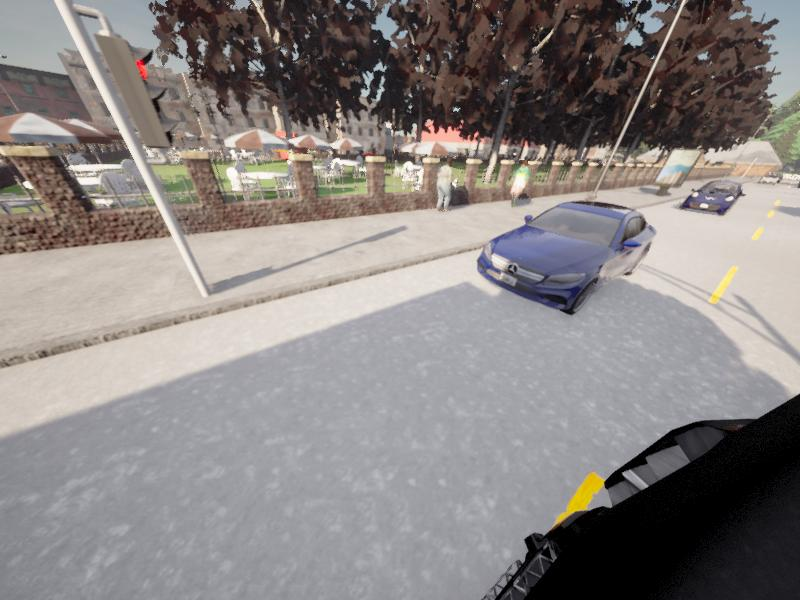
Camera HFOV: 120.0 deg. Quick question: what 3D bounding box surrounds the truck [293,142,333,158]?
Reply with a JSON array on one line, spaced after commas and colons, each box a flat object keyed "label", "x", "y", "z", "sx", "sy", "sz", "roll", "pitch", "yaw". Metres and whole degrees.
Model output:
[{"label": "truck", "x": -15.879, "y": -27.588, "z": 42.538, "sx": 6.274, "sy": 2.098, "sz": 2.390, "roll": -19, "pitch": 39, "yaw": -29}]

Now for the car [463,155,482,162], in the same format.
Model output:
[{"label": "car", "x": 19.858, "y": -38.789, "z": 63.392, "sx": 4.902, "sy": 1.511, "sz": 2.128, "roll": -18, "pitch": 39, "yaw": -29}]

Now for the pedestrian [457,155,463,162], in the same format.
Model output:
[{"label": "pedestrian", "x": 13.159, "y": -31.043, "z": 50.623, "sx": 0.751, "sy": 1.300, "sz": 0.751, "roll": -9, "pitch": 35, "yaw": -18}]

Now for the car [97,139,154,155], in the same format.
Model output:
[{"label": "car", "x": -33.164, "y": -18.582, "z": 28.069, "sx": 1.970, "sy": 1.475, "sz": 3.806, "roll": 20, "pitch": 37, "yaw": 24}]

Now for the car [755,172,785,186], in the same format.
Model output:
[{"label": "car", "x": 55.983, "y": -18.356, "z": 34.936, "sx": 3.633, "sy": 1.501, "sz": 1.845, "roll": -20, "pitch": 40, "yaw": -30}]

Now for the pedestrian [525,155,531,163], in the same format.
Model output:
[{"label": "pedestrian", "x": 34.794, "y": -38.315, "z": 62.882, "sx": 0.751, "sy": 1.860, "sz": 0.751, "roll": -18, "pitch": 39, "yaw": -28}]

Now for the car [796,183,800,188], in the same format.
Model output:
[{"label": "car", "x": 56.419, "y": -16.024, "z": 31.377, "sx": 3.988, "sy": 1.617, "sz": 1.851, "roll": -15, "pitch": 38, "yaw": -26}]

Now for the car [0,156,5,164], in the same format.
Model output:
[{"label": "car", "x": -27.491, "y": -9.118, "z": 13.846, "sx": 1.932, "sy": 1.855, "sz": 4.605, "roll": -18, "pitch": 39, "yaw": -29}]

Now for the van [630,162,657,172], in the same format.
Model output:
[{"label": "van", "x": 67.513, "y": -37.068, "z": 64.176, "sx": 1.775, "sy": 1.987, "sz": 4.442, "roll": -18, "pitch": 39, "yaw": -29}]

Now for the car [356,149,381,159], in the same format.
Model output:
[{"label": "car", "x": -6.519, "y": -30.379, "z": 48.042, "sx": 4.514, "sy": 1.525, "sz": 2.007, "roll": -18, "pitch": 39, "yaw": -29}]

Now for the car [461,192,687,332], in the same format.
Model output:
[{"label": "car", "x": 3.712, "y": -1.216, "z": 4.823, "sx": 4.674, "sy": 1.442, "sz": 1.812, "roll": -19, "pitch": 39, "yaw": -30}]

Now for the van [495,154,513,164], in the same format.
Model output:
[{"label": "van", "x": 29.071, "y": -39.400, "z": 64.532, "sx": 4.480, "sy": 2.038, "sz": 2.069, "roll": -18, "pitch": 39, "yaw": -29}]

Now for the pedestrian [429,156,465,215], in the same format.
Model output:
[{"label": "pedestrian", "x": 1.709, "y": -4.289, "z": 8.700, "sx": 0.751, "sy": 1.860, "sz": 0.751, "roll": -18, "pitch": 39, "yaw": -29}]

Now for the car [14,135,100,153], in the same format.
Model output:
[{"label": "car", "x": -38.482, "y": -17.683, "z": 26.221, "sx": 1.882, "sy": 1.535, "sz": 5.008, "roll": 10, "pitch": 34, "yaw": 12}]

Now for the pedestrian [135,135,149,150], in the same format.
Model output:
[{"label": "pedestrian", "x": -38.389, "y": -23.434, "z": 34.404, "sx": 0.751, "sy": 1.860, "sz": 0.751, "roll": -22, "pitch": 41, "yaw": -33}]

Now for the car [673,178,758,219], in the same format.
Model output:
[{"label": "car", "x": 16.645, "y": -5.454, "z": 12.212, "sx": 3.633, "sy": 1.501, "sz": 1.845, "roll": -19, "pitch": 39, "yaw": -30}]

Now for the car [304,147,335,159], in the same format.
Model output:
[{"label": "car", "x": -13.872, "y": -25.334, "z": 39.811, "sx": 4.514, "sy": 1.525, "sz": 2.007, "roll": -18, "pitch": 39, "yaw": -28}]

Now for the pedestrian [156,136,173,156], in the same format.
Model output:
[{"label": "pedestrian", "x": -27.490, "y": -17.966, "z": 27.017, "sx": 0.751, "sy": 1.860, "sz": 0.751, "roll": -19, "pitch": 39, "yaw": -30}]

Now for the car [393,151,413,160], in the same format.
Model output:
[{"label": "car", "x": 0.706, "y": -30.124, "z": 48.223, "sx": 3.705, "sy": 1.549, "sz": 1.789, "roll": -18, "pitch": 39, "yaw": -28}]

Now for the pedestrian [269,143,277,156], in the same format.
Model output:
[{"label": "pedestrian", "x": -21.893, "y": -25.970, "z": 39.773, "sx": 0.751, "sy": 1.860, "sz": 0.751, "roll": -8, "pitch": 35, "yaw": -17}]

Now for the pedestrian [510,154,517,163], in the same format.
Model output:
[{"label": "pedestrian", "x": 29.457, "y": -36.590, "z": 59.837, "sx": 0.751, "sy": 1.860, "sz": 0.751, "roll": -17, "pitch": 38, "yaw": -28}]

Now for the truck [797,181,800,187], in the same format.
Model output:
[{"label": "truck", "x": 63.279, "y": -18.901, "z": 34.276, "sx": 8.468, "sy": 3.827, "sz": 2.891, "roll": -18, "pitch": 39, "yaw": -29}]

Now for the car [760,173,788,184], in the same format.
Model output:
[{"label": "car", "x": 64.971, "y": -21.195, "z": 40.091, "sx": 5.357, "sy": 1.411, "sz": 2.033, "roll": -19, "pitch": 39, "yaw": -29}]

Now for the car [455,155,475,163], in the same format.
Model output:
[{"label": "car", "x": 16.132, "y": -35.022, "z": 57.202, "sx": 4.892, "sy": 1.490, "sz": 1.837, "roll": -18, "pitch": 39, "yaw": -29}]

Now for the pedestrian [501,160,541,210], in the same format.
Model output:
[{"label": "pedestrian", "x": 5.226, "y": -5.026, "z": 10.101, "sx": 0.751, "sy": 1.860, "sz": 0.751, "roll": -17, "pitch": 39, "yaw": -28}]
